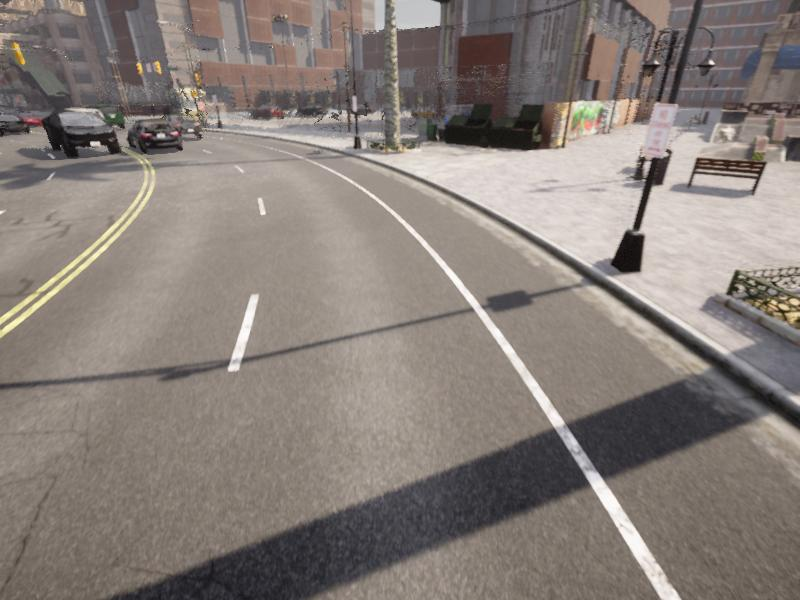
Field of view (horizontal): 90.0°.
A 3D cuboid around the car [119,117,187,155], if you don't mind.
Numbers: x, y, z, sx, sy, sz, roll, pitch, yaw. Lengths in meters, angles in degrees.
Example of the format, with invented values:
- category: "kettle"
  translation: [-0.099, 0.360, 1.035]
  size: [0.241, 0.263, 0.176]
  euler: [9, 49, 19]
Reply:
- category: "car"
  translation: [-14.830, -9.934, 23.982]
  size: [2.242, 1.667, 4.611]
  euler: [-21, 34, -35]

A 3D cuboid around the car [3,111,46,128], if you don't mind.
- category: "car"
  translation: [-38.506, -18.533, 40.993]
  size: [4.181, 1.385, 1.994]
  euler: [19, 33, 32]

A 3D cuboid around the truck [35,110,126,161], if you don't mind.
- category: "truck"
  translation: [-17.969, -9.350, 22.398]
  size: [6.274, 2.098, 2.390]
  euler: [24, 35, 38]

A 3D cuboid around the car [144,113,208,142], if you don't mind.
- category: "car"
  translation: [-16.738, -12.940, 29.842]
  size: [5.027, 1.651, 2.152]
  euler: [22, 35, 36]

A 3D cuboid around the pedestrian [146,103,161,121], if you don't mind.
- category: "pedestrian"
  translation: [-28.278, -21.550, 45.862]
  size: [0.751, 1.860, 0.751]
  euler: [13, 30, 23]

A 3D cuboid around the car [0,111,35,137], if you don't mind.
- category: "car"
  translation: [-32.425, -14.545, 32.975]
  size: [5.238, 1.638, 1.930]
  euler: [19, 33, 32]

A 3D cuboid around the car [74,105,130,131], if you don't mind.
- category: "car"
  translation: [-28.174, -17.277, 37.788]
  size: [5.566, 2.045, 2.150]
  euler: [19, 33, 33]

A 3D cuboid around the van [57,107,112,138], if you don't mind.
- category: "van"
  translation: [-25.024, -14.090, 31.695]
  size: [4.442, 1.987, 1.775]
  euler: [20, 33, 33]
